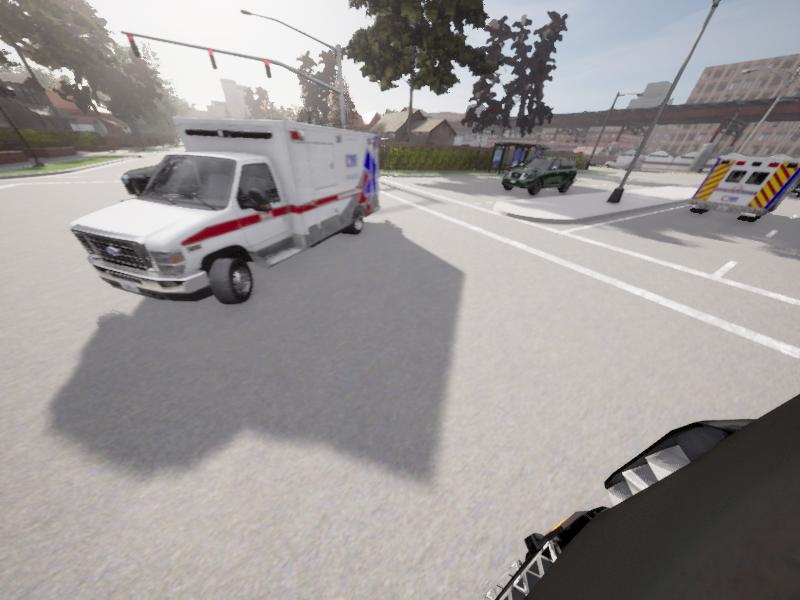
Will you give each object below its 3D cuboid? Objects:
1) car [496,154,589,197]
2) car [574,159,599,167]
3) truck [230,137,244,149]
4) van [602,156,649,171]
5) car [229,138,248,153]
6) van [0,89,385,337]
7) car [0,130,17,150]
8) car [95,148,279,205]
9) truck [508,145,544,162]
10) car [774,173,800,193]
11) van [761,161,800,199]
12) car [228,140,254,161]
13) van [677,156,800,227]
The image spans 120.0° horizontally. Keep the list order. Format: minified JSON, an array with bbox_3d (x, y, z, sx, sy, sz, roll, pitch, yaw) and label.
[{"bbox_3d":[9.324,-8.216,15.154,5.566,2.045,2.150,-16,38,-26],"label":"car"},{"bbox_3d":[46.200,-33.925,57.203,1.994,1.385,4.181,-16,38,-26],"label":"car"},{"bbox_3d":[-40.246,-38.768,57.034,2.390,2.098,6.274,-16,38,-26],"label":"truck"},{"bbox_3d":[47.606,-29.077,49.095,2.351,2.431,6.366,-16,38,-26],"label":"van"},{"bbox_3d":[-29.110,-27.847,41.605,2.150,2.045,5.566,-16,38,-26],"label":"car"},{"bbox_3d":[-2.557,-2.411,5.172,2.351,2.431,6.366,12,35,13],"label":"van"},{"bbox_3d":[-37.686,-14.018,20.082,3.806,1.475,1.970,-16,38,-26],"label":"car"},{"bbox_3d":[-8.212,-5.276,9.756,5.027,1.651,2.152,-16,38,-26],"label":"car"},{"bbox_3d":[37.410,-43.917,69.090,2.891,3.827,8.468,-16,39,-26],"label":"truck"},{"bbox_3d":[42.319,-12.334,24.297,5.027,1.651,2.152,-16,38,-26],"label":"car"},{"bbox_3d":[35.388,-10.727,20.516,5.915,2.561,1.988,-16,38,-26],"label":"van"},{"bbox_3d":[-19.153,-18.037,27.815,1.932,1.855,4.605,-16,38,-26],"label":"car"},{"bbox_3d":[17.006,-5.436,11.239,6.366,2.431,2.351,-16,38,-26],"label":"van"}]
